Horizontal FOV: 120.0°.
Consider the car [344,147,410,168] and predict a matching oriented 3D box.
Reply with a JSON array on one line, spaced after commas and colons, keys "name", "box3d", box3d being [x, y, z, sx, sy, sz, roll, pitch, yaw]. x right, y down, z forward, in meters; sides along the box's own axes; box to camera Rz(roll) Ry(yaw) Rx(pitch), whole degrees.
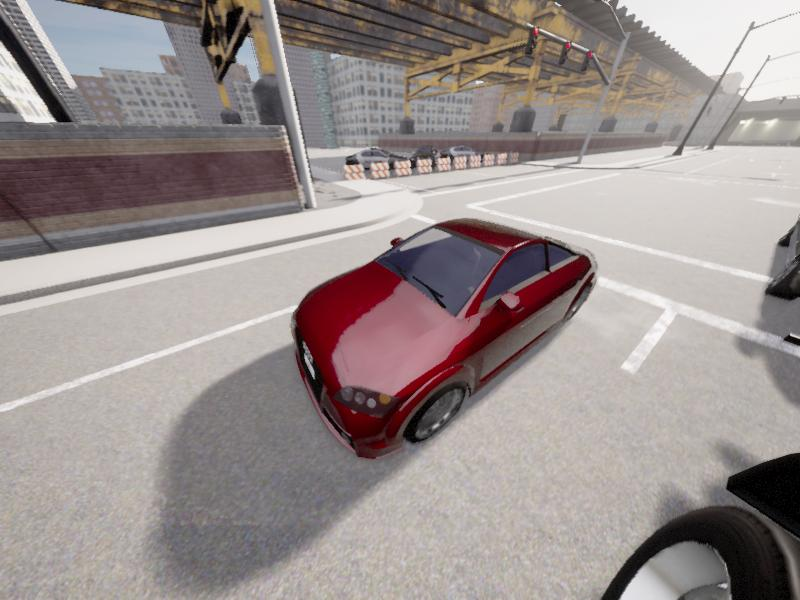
[{"name": "car", "box3d": [-1.620, -10.727, 17.381, 4.536, 1.218, 1.853, 5, 36, 7]}]

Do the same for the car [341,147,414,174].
[{"name": "car", "box3d": [-1.568, -10.594, 17.466, 4.974, 1.542, 2.038, 5, 36, 7]}]

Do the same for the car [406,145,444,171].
[{"name": "car", "box3d": [2.195, -12.155, 19.620, 2.038, 1.542, 4.974, 11, 37, 15]}]

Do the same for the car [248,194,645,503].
[{"name": "car", "box3d": [0.786, -0.207, 2.983, 4.181, 1.385, 1.994, -22, 41, -28]}]

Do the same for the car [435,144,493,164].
[{"name": "car", "box3d": [6.131, -14.337, 22.648, 4.974, 1.542, 2.038, -4, 36, -5]}]

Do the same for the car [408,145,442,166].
[{"name": "car", "box3d": [2.210, -12.312, 19.569, 1.853, 1.218, 4.536, 11, 37, 15]}]

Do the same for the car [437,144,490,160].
[{"name": "car", "box3d": [6.079, -14.462, 22.552, 4.536, 1.218, 1.853, -4, 36, -5]}]

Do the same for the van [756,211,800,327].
[{"name": "van", "box3d": [8.449, -1.374, 3.523, 5.915, 2.561, 1.988, -22, 41, -28]}]
